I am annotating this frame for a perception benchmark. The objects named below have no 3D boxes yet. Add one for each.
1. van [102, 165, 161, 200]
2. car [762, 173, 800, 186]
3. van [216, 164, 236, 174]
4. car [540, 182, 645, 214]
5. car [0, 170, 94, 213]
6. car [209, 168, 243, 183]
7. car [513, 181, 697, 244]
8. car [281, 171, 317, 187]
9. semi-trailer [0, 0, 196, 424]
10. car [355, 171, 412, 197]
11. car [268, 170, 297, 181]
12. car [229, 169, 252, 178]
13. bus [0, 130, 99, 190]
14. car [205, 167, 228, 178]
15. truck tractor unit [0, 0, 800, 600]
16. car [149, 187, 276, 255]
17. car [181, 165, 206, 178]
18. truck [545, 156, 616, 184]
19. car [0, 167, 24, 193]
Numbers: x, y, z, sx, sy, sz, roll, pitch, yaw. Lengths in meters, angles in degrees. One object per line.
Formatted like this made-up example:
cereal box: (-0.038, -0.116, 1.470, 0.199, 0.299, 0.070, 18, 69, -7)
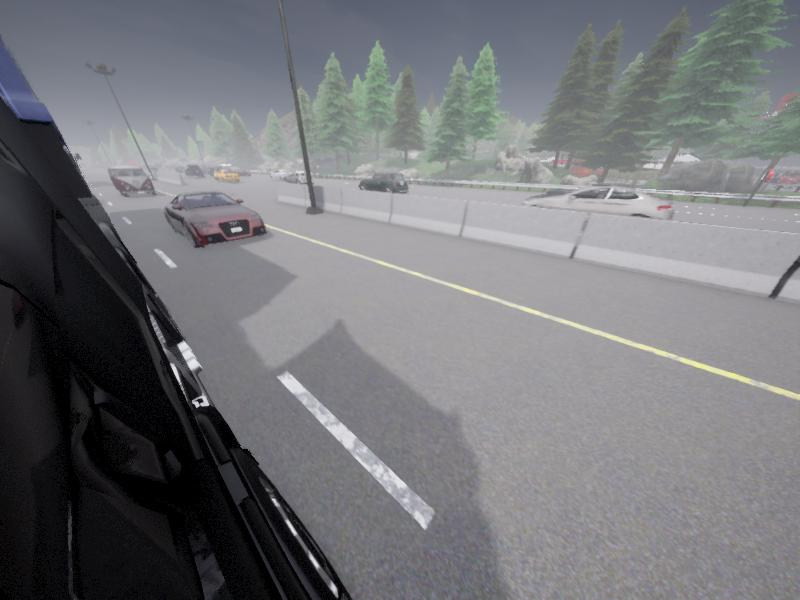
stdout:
van: (-19.644, -8.674, 16.900, 4.442, 1.987, 1.775, 23, 37, 33)
car: (63.347, -20.011, 38.179, 2.242, 1.667, 4.611, 22, 37, 32)
van: (-42.100, -31.664, 55.878, 4.480, 2.038, 2.069, 24, 39, 34)
car: (11.885, -6.576, 14.641, 4.718, 1.301, 1.895, 23, 37, 33)
car: (-19.185, -6.135, 12.737, 4.553, 1.767, 2.097, 23, 37, 33)
car: (-23.752, -17.002, 31.528, 5.366, 1.575, 1.801, 23, 37, 33)
car: (7.828, -3.877, 9.595, 5.027, 1.651, 2.152, 23, 37, 33)
car: (-11.941, -14.307, 27.247, 3.806, 1.475, 1.970, 23, 37, 33)
semi-trailer: (-8.793, -3.000, 4.789, 14.254, 4.402, 2.717, 21, 36, 35)
car: (-1.468, -10.086, 19.898, 4.553, 1.767, 2.097, 23, 37, 33)
car: (-18.115, -19.127, 35.432, 4.674, 1.442, 1.812, 22, 37, 33)
car: (-30.379, -24.166, 43.982, 4.718, 1.301, 1.895, 23, 37, 33)
bus: (-34.803, -13.775, 23.110, 10.273, 4.253, 3.944, 22, 36, 33)
car: (-33.378, -23.287, 42.099, 3.988, 1.617, 1.851, 23, 37, 33)
truck tractor unit: (-2.645, -0.295, 0.351, 6.516, 4.208, 3.053, 28, 44, 30)
car: (-6.425, -2.905, 7.877, 4.181, 1.385, 1.994, 23, 37, 33)
car: (-35.261, -21.928, 39.441, 3.866, 1.878, 1.905, 23, 37, 33)
truck: (30.060, -21.914, 38.856, 8.468, 3.827, 2.891, 23, 37, 33)
car: (-33.703, -9.866, 18.951, 4.611, 1.667, 2.242, 24, 37, 32)
